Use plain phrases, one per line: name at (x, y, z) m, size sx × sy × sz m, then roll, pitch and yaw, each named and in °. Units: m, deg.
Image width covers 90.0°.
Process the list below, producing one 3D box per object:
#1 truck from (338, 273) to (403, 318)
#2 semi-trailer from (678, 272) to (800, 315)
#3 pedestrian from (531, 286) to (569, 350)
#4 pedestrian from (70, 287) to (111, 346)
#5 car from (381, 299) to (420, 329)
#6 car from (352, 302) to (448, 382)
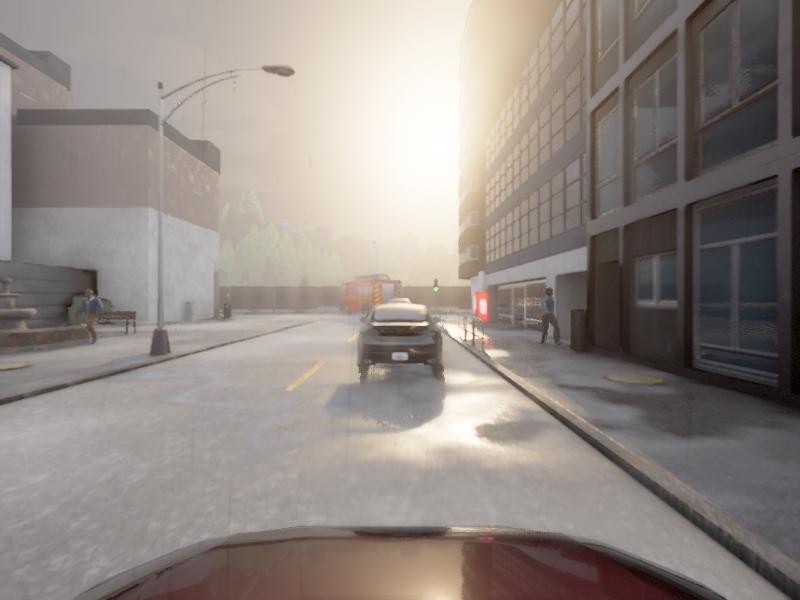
truck at (-3.035, -0.380, 38.330) m, size 2.891 × 3.827 × 8.468 m, roll 0°, pitch 0°, yaw -29°
semi-trailer at (38.226, -0.684, 43.362) m, size 14.254 × 4.402 × 2.717 m, roll 0°, pitch 0°, yaw 0°
pedestrian at (4.527, 0.515, 12.098) m, size 0.751 × 1.860 × 0.751 m, roll 0°, pitch 0°, yaw -16°
pedestrian at (-9.965, 0.513, 12.911) m, size 0.751 × 1.860 × 0.751 m, roll 0°, pitch 0°, yaw -1°
car at (0.007, 0.743, 24.510) m, size 2.152 × 1.651 × 5.027 m, roll 0°, pitch 0°, yaw 0°
car at (0.003, 0.830, 10.153) m, size 1.837 × 1.490 × 4.892 m, roll 0°, pitch 0°, yaw 0°
